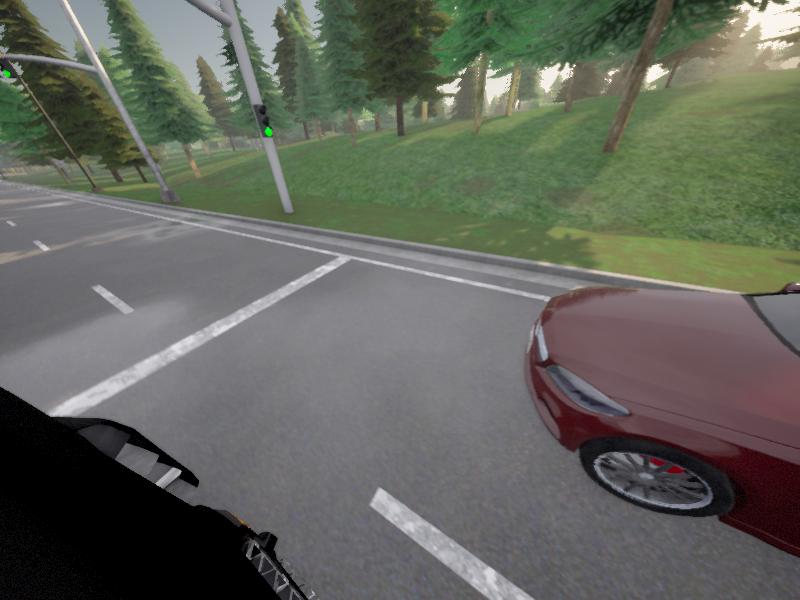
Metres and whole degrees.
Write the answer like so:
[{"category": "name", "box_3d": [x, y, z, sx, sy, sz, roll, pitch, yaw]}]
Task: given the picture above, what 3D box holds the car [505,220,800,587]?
[{"category": "car", "box_3d": [3.353, 0.770, 1.221, 4.674, 1.442, 1.812, 16, 38, 26]}]
